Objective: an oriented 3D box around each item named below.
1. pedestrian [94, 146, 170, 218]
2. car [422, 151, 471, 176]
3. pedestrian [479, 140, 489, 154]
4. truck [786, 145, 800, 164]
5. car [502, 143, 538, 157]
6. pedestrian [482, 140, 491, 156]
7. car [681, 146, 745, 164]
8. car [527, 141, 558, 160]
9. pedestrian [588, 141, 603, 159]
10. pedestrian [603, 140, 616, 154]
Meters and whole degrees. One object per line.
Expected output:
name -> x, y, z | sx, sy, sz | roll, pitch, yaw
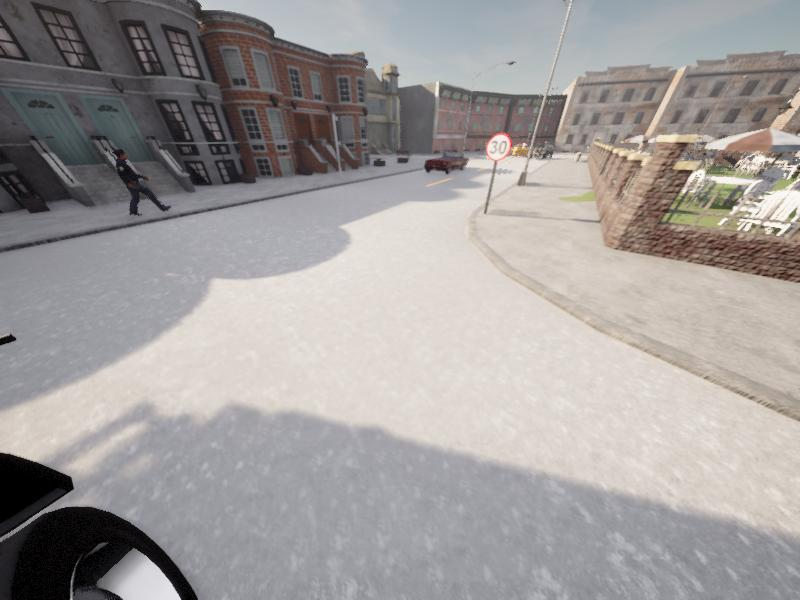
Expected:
pedestrian -> -8.194, -3.627, 7.145 | 0.751, 1.860, 0.751 | 27, 43, 32
car -> 3.744, -10.845, 18.172 | 1.895, 1.301, 4.718 | 21, 40, 26
pedestrian -> 12.805, -23.301, 35.176 | 0.751, 1.860, 0.751 | -25, 42, -31
truck -> 47.591, -15.557, 24.481 | 6.274, 2.098, 2.390 | 20, 40, 26
car -> 17.632, -22.031, 33.917 | 5.008, 1.535, 1.882 | -20, 40, -26
pedestrian -> 12.341, -21.726, 32.942 | 0.751, 1.860, 0.751 | 20, 40, 26
car -> 35.982, -16.851, 26.764 | 3.806, 1.475, 1.970 | 20, 40, 26
car -> 18.753, -19.677, 30.295 | 1.932, 1.855, 4.605 | 26, 43, 33
pedestrian -> 24.008, -18.463, 28.406 | 0.751, 1.860, 0.751 | 22, 41, 28
pedestrian -> 33.208, -24.207, 36.613 | 0.751, 1.860, 0.751 | 26, 43, 32
